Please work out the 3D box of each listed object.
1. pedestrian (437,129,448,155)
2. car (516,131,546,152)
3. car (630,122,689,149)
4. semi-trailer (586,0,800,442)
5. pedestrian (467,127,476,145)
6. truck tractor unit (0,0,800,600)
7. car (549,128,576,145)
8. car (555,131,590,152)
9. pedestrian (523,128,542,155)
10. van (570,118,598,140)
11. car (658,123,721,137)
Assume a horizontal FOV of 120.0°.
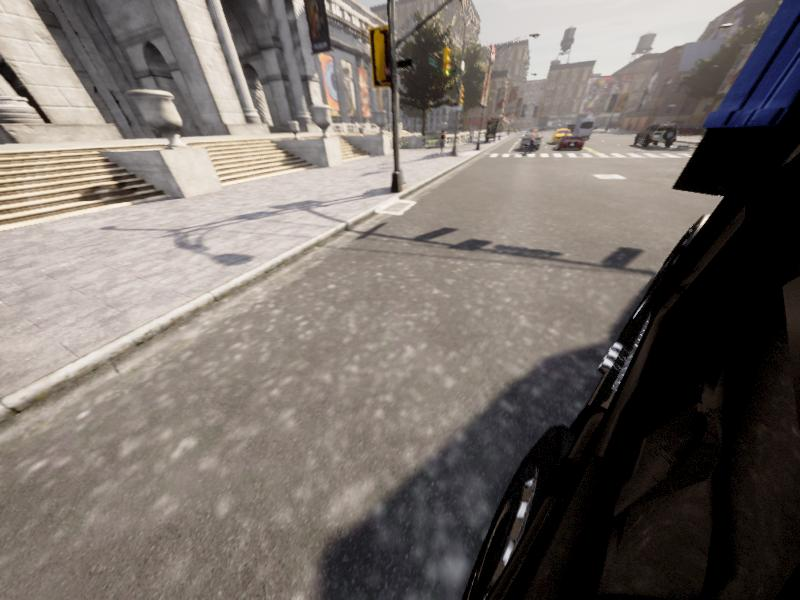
[{"bbox_3d":[3.790,-14.163,20.744,0.751,1.860,0.751,10,38,16],"label":"pedestrian"},{"bbox_3d":[13.481,-16.408,23.818,2.128,1.511,4.902,14,39,21],"label":"car"},{"bbox_3d":[23.943,-15.467,21.629,1.932,1.855,4.605,14,39,21],"label":"car"},{"bbox_3d":[9.877,-2.296,2.463,14.254,4.402,2.717,-11,37,-12],"label":"semi-trailer"},{"bbox_3d":[9.508,-21.725,30.657,0.751,1.860,0.751,16,40,23],"label":"pedestrian"},{"bbox_3d":[2.645,-0.295,0.351,6.516,4.208,3.053,-28,44,-30],"label":"truck tractor unit"},{"bbox_3d":[20.461,-20.759,29.286,1.882,1.535,5.008,13,39,20],"label":"car"},{"bbox_3d":[16.526,-15.394,22.388,1.994,1.385,4.181,14,39,21],"label":"car"},{"bbox_3d":[11.065,-13.232,19.320,0.751,1.860,0.751,-32,45,-33],"label":"pedestrian"},{"bbox_3d":[28.421,-26.651,35.963,1.988,2.561,5.915,14,39,21],"label":"van"},{"bbox_3d":[41.579,-24.602,33.395,5.357,1.411,2.033,12,39,18],"label":"car"}]
